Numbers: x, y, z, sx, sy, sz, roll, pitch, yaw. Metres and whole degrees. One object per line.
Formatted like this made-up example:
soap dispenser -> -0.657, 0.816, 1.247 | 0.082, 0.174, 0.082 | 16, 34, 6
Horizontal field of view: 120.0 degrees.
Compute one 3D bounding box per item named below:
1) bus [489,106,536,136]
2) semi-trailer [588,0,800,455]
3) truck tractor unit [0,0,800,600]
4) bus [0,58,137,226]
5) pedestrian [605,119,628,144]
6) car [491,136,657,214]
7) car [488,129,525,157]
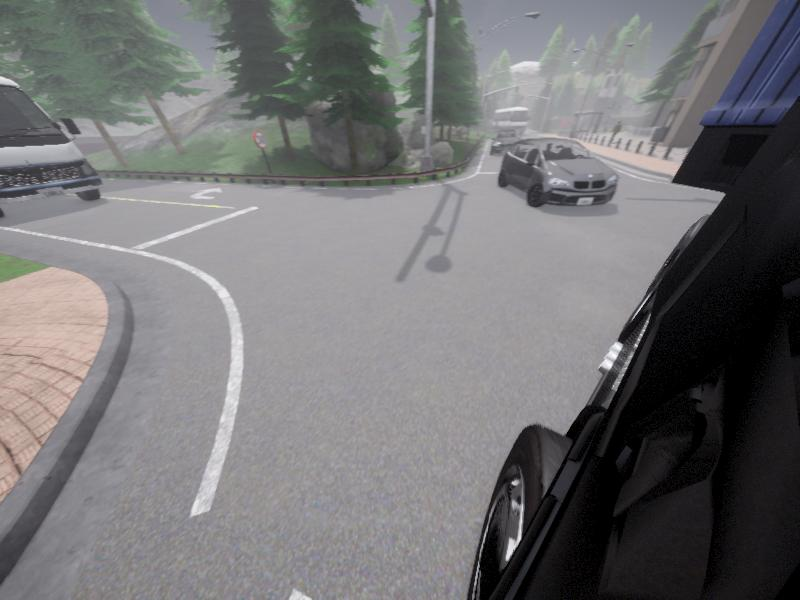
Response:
bus -> 21.721, -35.304, 45.794 | 3.944, 4.253, 10.273 | -2, 37, 0
semi-trailer -> 10.076, -1.664, 1.604 | 14.254, 4.402, 2.717 | -5, 37, -3
truck tractor unit -> 2.645, -0.295, 0.351 | 6.516, 4.208, 3.053 | -28, 44, -30
bus -> -17.352, -6.028, 9.037 | 10.273, 4.253, 3.944 | 10, 39, 16
pedestrian -> 20.359, -15.896, 21.779 | 0.751, 1.860, 0.751 | 9, 38, 14
car -> 5.184, -4.554, 8.008 | 2.242, 1.667, 4.611 | -2, 37, 1
car -> 8.793, -13.215, 19.325 | 2.242, 1.667, 4.611 | 10, 39, 16
